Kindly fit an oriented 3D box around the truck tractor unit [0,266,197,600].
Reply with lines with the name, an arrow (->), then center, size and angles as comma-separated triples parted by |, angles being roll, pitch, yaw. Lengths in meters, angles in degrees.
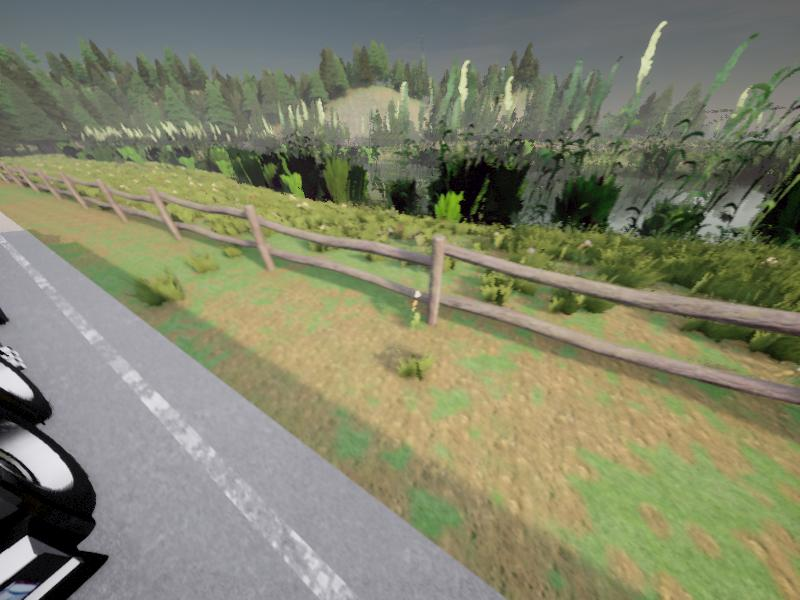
truck tractor unit -> -5.118, -0.292, 0.781 | 6.516, 4.208, 3.053 | 18, 39, 24
